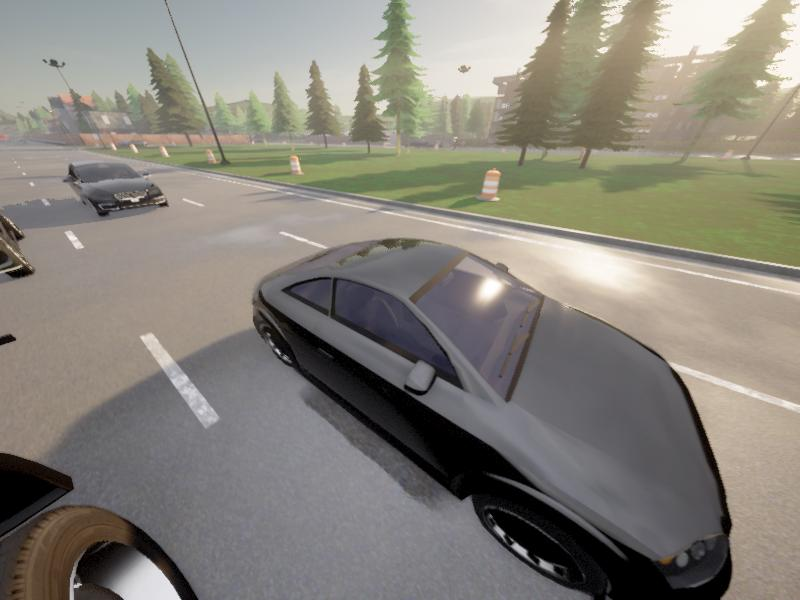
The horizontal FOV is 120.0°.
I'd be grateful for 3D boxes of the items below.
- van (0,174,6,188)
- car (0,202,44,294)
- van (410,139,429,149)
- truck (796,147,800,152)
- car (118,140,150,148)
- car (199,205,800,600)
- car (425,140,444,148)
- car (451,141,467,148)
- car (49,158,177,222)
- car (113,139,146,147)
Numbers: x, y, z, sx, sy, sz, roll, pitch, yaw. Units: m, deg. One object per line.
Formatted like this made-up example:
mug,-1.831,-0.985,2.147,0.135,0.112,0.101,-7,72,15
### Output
van,-23.167,-7.110,12.087,4.442,1.987,1.775,22,41,28
car,-9.359,-1.330,4.316,5.027,1.651,2.152,22,41,28
van,4.855,-38.993,57.549,4.442,1.987,1.775,22,41,28
truck,90.983,-33.668,49.093,2.891,3.827,8.468,22,41,28
car,-64.089,-37.796,55.755,2.007,1.525,4.514,12,37,17
car,0.288,0.244,2.380,4.181,1.385,1.994,22,41,28
car,9.247,-41.941,62.160,4.611,1.667,2.242,22,41,28
car,15.773,-41.749,61.911,3.705,1.549,1.789,22,41,28
car,-10.785,-4.320,8.659,4.892,1.490,1.837,22,41,28
car,-67.070,-39.039,57.424,2.242,1.667,4.611,14,37,18
